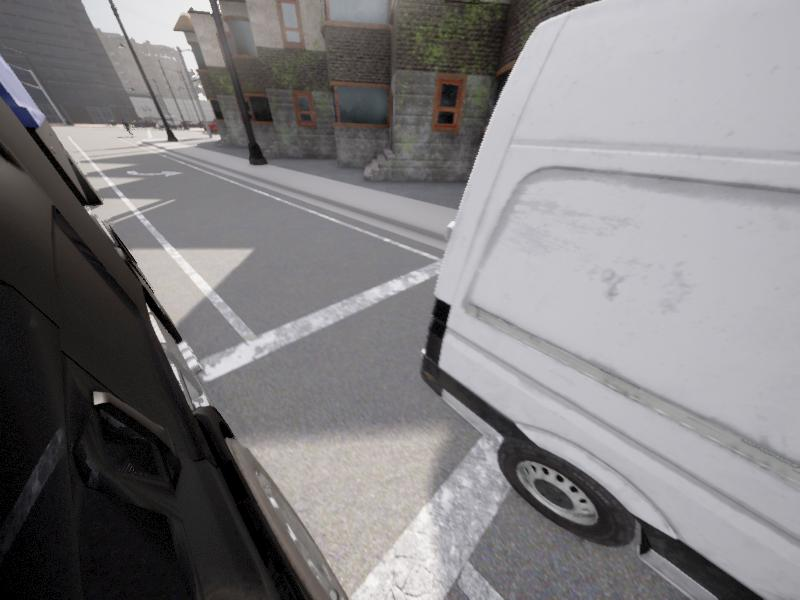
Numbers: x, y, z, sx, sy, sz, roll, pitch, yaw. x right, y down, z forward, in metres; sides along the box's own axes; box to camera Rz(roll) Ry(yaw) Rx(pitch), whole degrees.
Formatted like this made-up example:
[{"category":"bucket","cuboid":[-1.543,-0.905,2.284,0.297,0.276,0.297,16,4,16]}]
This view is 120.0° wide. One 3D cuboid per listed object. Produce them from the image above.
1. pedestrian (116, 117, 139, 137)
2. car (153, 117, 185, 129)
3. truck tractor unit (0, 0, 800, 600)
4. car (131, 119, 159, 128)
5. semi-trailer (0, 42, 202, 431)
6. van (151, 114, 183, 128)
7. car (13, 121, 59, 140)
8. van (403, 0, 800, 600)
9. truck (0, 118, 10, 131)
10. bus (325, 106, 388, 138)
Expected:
[{"category":"pedestrian","cuboid":[-32.142,-20.361,27.271,0.751,1.860,0.751,2,37,-1]},{"category":"car","cuboid":[-53.799,-41.373,53.979,2.150,2.045,5.566,-1,37,-5]},{"category":"truck tractor unit","cuboid":[-2.645,-0.295,0.351,6.516,4.208,3.053,28,44,30]},{"category":"car","cuboid":[-57.064,-39.473,51.716,1.816,1.474,4.193,-1,37,-5]},{"category":"semi-trailer","cuboid":[-8.705,-3.594,4.229,14.254,4.402,2.717,28,44,30]},{"category":"van","cuboid":[-57.615,-44.381,57.358,1.988,2.561,5.915,-1,37,-5]},{"category":"car","cuboid":[-35.374,-16.550,22.533,4.718,1.301,1.895,28,44,30]},{"category":"van","cuboid":[2.930,0.818,0.611,5.915,2.561,1.988,30,45,32]},{"category":"truck","cuboid":[-51.348,-20.895,26.709,2.390,2.098,6.274,-2,37,-7]},{"category":"bus","cuboid":[-7.488,-31.841,41.466,10.273,4.253,3.944,-3,37,-4]}]
